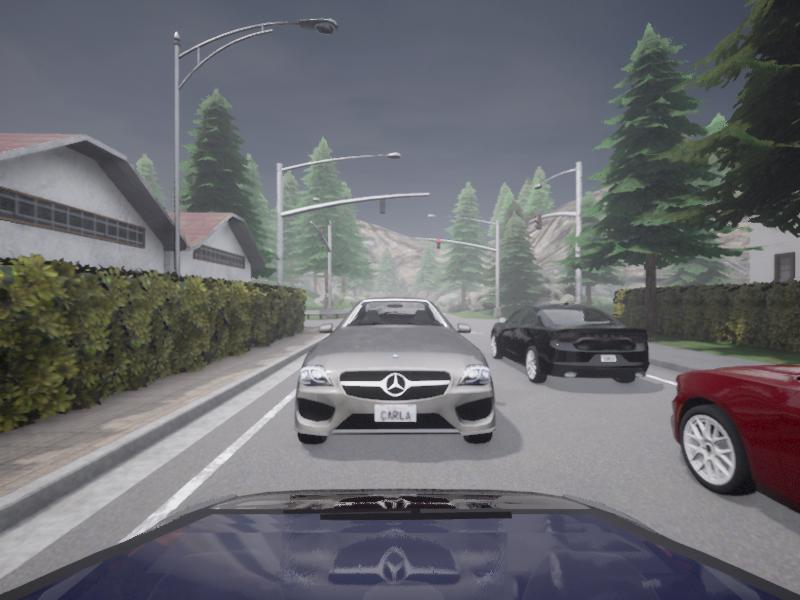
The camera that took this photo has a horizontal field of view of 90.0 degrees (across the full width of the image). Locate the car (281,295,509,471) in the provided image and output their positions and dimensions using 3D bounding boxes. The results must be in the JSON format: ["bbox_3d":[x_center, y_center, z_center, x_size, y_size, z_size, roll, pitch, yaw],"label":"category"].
[{"bbox_3d":[-0.074,0.776,6.284,2.152,1.651,5.027,0,0,-1],"label":"car"}]

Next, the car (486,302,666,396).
[{"bbox_3d":[3.439,0.817,9.095,1.882,1.535,5.008,0,0,0],"label":"car"}]

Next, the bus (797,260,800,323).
[{"bbox_3d":[32.379,-0.566,25.455,10.273,4.253,3.944,0,0,0],"label":"bus"}]

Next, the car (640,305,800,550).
[{"bbox_3d":[3.485,0.821,1.712,1.882,1.535,5.008,0,0,0],"label":"car"}]
